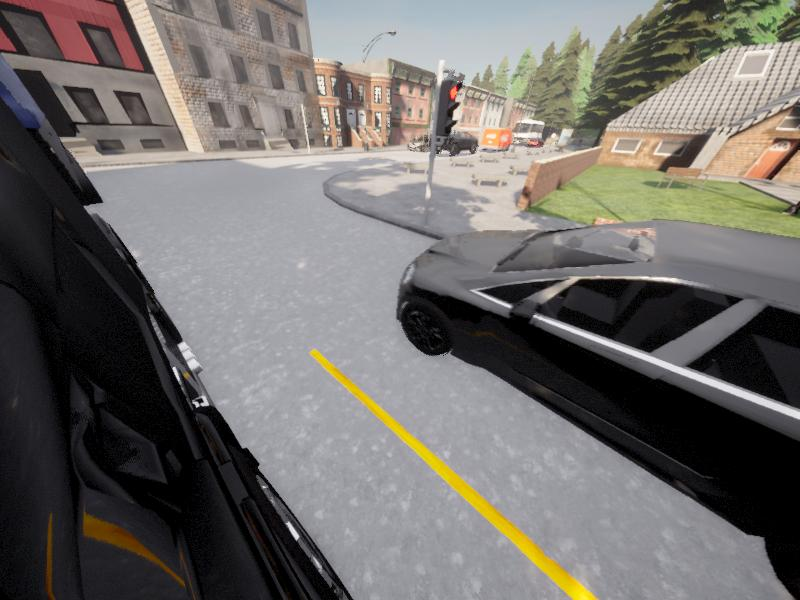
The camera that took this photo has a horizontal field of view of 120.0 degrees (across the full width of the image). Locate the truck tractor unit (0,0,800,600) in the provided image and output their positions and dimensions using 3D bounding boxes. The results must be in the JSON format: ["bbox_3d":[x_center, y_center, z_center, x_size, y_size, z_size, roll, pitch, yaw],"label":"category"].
[{"bbox_3d":[-2.645,-0.295,0.351,6.516,4.208,3.053,28,44,30],"label":"truck tractor unit"}]

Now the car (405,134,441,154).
[{"bbox_3d":[2.583,-17.309,25.533,1.851,1.617,3.988,28,44,30],"label":"car"}]

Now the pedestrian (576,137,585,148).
[{"bbox_3d":[36.449,-31.810,46.685,0.751,1.860,0.751,28,44,29],"label":"pedestrian"}]

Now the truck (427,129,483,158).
[{"bbox_3d":[5.648,-15.902,23.458,2.390,2.098,6.274,29,44,30],"label":"truck"}]

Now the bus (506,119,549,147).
[{"bbox_3d":[26.303,-34.288,47.518,3.944,4.253,10.273,28,44,30],"label":"bus"}]

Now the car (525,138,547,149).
[{"bbox_3d":[25.175,-28.947,42.607,2.007,1.525,4.514,29,44,31],"label":"car"}]

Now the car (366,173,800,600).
[{"bbox_3d":[2.102,0.140,2.220,4.611,1.667,2.242,30,44,31],"label":"car"}]

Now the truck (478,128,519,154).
[{"bbox_3d":[13.017,-21.074,30.538,2.627,2.467,5.204,29,45,31],"label":"truck"}]

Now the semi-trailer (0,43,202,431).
[{"bbox_3d":[-8.690,-3.623,4.219,14.254,4.402,2.717,28,44,30],"label":"semi-trailer"}]
